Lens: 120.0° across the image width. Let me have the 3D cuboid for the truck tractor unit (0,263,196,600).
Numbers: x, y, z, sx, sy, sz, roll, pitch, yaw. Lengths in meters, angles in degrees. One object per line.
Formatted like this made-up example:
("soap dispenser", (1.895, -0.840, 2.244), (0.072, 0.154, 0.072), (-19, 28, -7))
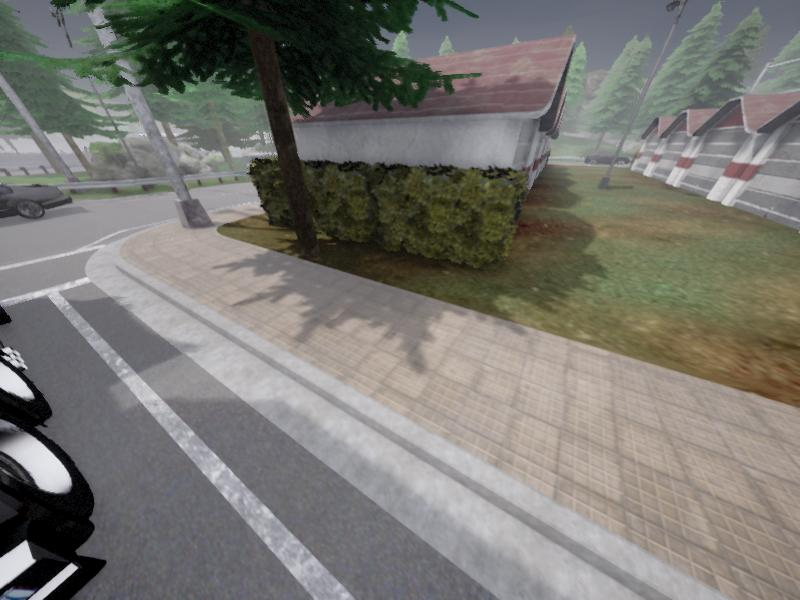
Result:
("truck tractor unit", (-5.102, -0.309, 0.796), (6.516, 4.208, 3.053), (18, 38, 24))

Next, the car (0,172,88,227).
("car", (-14.943, -3.056, 7.505), (2.033, 1.411, 5.357), (8, 35, 11))

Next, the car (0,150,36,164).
("car", (-60.331, -21.617, 34.918), (1.801, 1.575, 5.366), (18, 38, 25))
